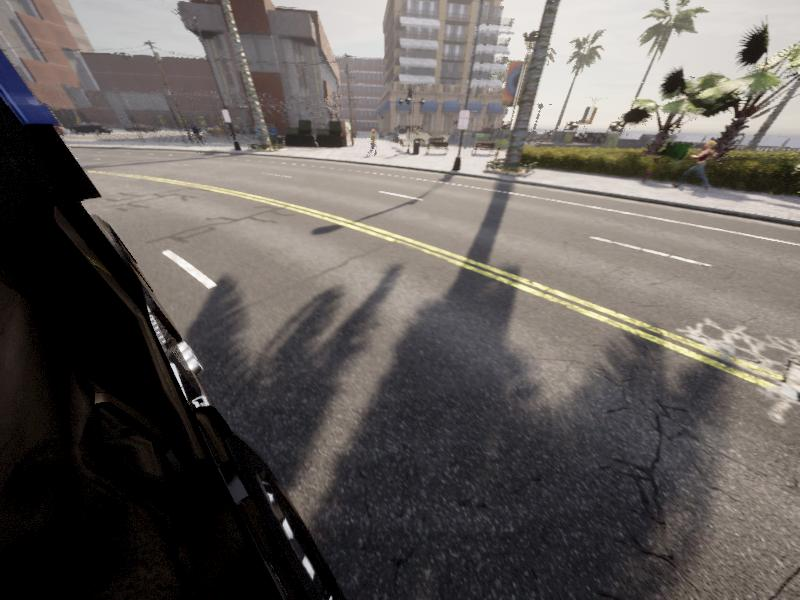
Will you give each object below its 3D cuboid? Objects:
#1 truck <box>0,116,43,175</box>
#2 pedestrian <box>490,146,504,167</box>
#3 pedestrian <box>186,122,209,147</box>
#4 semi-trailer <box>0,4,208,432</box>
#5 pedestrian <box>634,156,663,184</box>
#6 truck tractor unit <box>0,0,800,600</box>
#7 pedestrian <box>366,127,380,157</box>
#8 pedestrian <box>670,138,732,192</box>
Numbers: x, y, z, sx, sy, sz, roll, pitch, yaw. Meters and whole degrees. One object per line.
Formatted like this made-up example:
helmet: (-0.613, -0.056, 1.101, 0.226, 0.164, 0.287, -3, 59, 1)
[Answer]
truck: (-20.738, -6.728, 9.974, 6.274, 2.098, 2.390, 4, 37, 4)
pedestrian: (6.297, -9.369, 15.048, 0.500, 1.100, 0.500, 19, 40, 21)
pedestrian: (-19.018, -15.603, 21.749, 0.751, 1.860, 0.751, 4, 37, 4)
semi-trailer: (-9.097, -3.256, 3.858, 14.254, 4.402, 2.717, 23, 42, 26)
pedestrian: (11.978, -6.275, 11.149, 0.500, 1.100, 0.500, 30, 45, 32)
truck tractor unit: (-2.645, -0.295, 0.351, 6.516, 4.208, 3.053, 28, 44, 30)
pedestrian: (-2.077, -12.268, 17.955, 0.751, 1.860, 0.751, 17, 40, 20)
pedestrian: (12.602, -5.700, 9.774, 0.751, 1.860, 0.751, 31, 46, 33)
